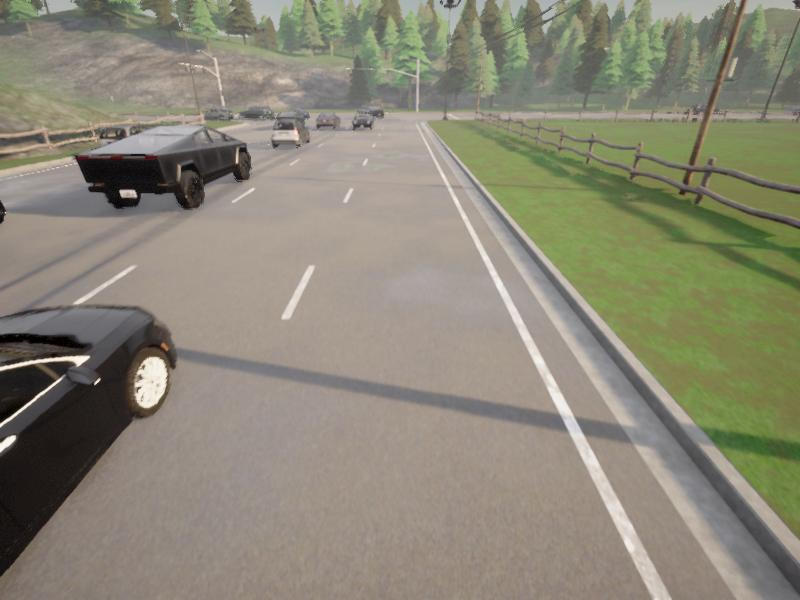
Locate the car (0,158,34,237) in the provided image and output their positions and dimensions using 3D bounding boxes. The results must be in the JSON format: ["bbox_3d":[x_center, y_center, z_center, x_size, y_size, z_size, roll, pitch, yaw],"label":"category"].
[{"bbox_3d":[-10.479,-1.491,7.693,1.930,1.638,5.238,0,27,0],"label":"car"}]

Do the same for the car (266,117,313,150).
[{"bbox_3d":[-6.949,-10.755,25.680,1.851,1.617,3.988,0,27,0],"label":"car"}]

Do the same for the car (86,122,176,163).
[{"bbox_3d":[-13.956,-8.407,21.131,1.851,1.617,3.988,0,27,0],"label":"car"}]

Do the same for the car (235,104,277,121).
[{"bbox_3d":[-18.310,-23.851,50.850,4.553,1.767,2.097,10,30,19],"label":"car"}]

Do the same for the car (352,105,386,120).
[{"bbox_3d":[-4.196,-25.228,53.683,1.930,1.638,5.238,-18,32,-32],"label":"car"}]

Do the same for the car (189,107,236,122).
[{"bbox_3d":[-22.504,-22.287,48.115,4.514,1.525,2.007,0,27,-1],"label":"car"}]

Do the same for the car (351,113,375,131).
[{"bbox_3d":[-3.436,-17.072,38.259,1.895,1.301,4.718,0,27,0],"label":"car"}]

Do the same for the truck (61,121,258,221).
[{"bbox_3d":[-7.024,-4.494,13.013,2.390,2.098,6.274,1,27,1],"label":"truck"}]

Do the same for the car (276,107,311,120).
[{"bbox_3d":[-14.025,-24.562,52.692,4.181,1.385,1.994,15,30,26],"label":"car"}]

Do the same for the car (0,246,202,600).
[{"bbox_3d":[-3.487,1.188,2.664,1.837,1.490,4.892,0,28,0],"label":"car"}]

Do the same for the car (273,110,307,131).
[{"bbox_3d":[-10.454,-17.306,38.450,1.882,1.535,5.008,0,27,-1],"label":"car"}]

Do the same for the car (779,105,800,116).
[{"bbox_3d":[62.153,-29.287,61.751,4.902,1.511,2.128,0,27,1],"label":"car"}]

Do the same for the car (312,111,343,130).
[{"bbox_3d":[-6.955,-17.518,39.015,2.033,1.411,5.357,0,27,0],"label":"car"}]

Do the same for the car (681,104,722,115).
[{"bbox_3d":[48.972,-30.995,64.997,4.892,1.490,1.837,0,27,1],"label":"car"}]
